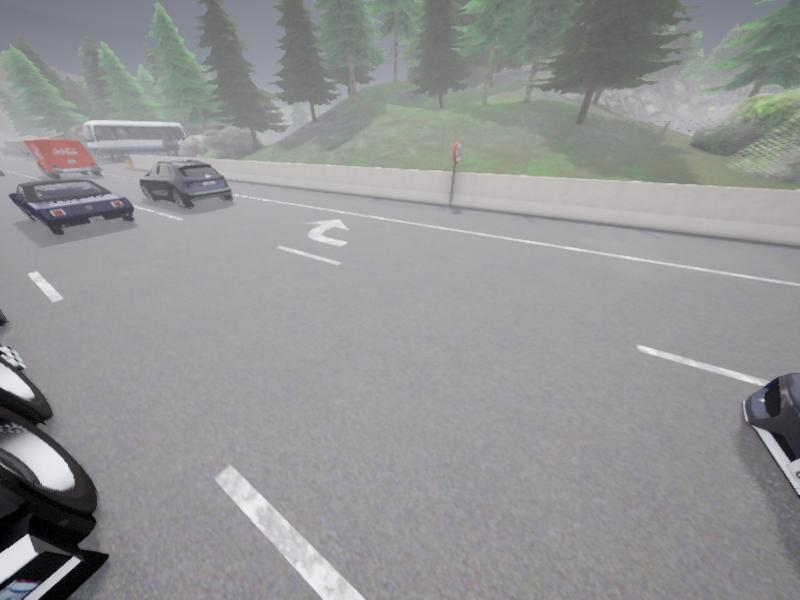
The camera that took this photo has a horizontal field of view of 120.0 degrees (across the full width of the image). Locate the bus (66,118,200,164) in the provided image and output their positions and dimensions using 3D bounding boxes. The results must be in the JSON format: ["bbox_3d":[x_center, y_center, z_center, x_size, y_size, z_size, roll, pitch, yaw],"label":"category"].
[{"bbox_3d":[-34.384,-21.133,30.745,3.944,4.253,10.273,18,39,25],"label":"bus"}]

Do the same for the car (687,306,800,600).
[{"bbox_3d":[4.723,1.620,0.212,5.027,1.651,2.152,18,39,24],"label":"car"}]

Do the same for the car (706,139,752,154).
[{"bbox_3d":[49.081,-23.038,34.596,2.038,1.542,4.974,17,40,23],"label":"car"}]

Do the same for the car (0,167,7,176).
[{"bbox_3d":[-35.057,-11.147,18.824,4.553,1.767,2.097,18,39,24],"label":"car"}]

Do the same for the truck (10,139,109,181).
[{"bbox_3d":[-25.903,-10.812,17.655,5.204,2.467,2.627,18,39,24],"label":"truck"}]

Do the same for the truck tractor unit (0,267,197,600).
[{"bbox_3d":[-5.120,-0.291,0.776,6.516,4.208,3.053,18,39,24],"label":"truck tractor unit"}]

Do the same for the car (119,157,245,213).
[{"bbox_3d":[-9.629,-5.267,10.252,4.856,1.649,2.033,18,39,24],"label":"car"}]

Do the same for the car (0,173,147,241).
[{"bbox_3d":[-11.107,-3.305,7.740,4.718,1.301,1.895,18,39,24],"label":"car"}]
